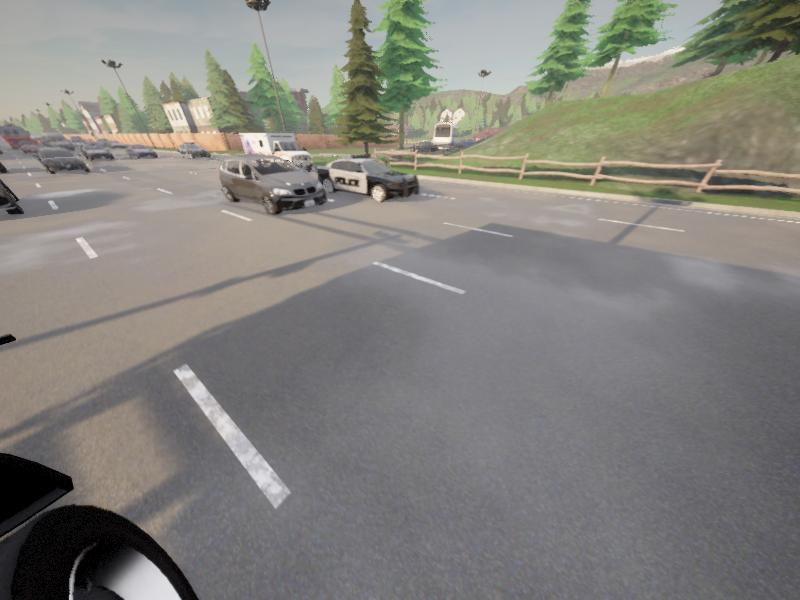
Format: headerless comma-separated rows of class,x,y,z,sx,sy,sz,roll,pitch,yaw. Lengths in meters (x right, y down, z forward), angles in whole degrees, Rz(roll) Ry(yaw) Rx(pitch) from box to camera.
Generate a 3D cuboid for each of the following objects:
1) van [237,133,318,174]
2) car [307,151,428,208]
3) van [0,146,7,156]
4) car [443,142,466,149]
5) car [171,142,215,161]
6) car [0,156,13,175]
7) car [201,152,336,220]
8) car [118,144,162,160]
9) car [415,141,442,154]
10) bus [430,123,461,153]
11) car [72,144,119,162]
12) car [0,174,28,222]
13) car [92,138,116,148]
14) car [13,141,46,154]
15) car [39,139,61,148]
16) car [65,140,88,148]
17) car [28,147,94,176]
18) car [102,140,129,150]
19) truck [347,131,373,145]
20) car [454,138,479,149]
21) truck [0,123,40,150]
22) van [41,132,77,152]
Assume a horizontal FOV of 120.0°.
van,-9.774,-11.793,18.425,6.366,2.431,2.351,22,41,28
car,-1.564,-5.617,10.427,5.238,1.638,1.930,23,41,28
van,-55.480,-20.738,30.701,6.366,2.431,2.351,22,41,28
car,12.870,-36.354,54.406,4.718,1.301,1.895,23,41,28
car,-24.083,-17.369,26.883,5.238,1.638,1.930,22,41,28
car,-29.491,-9.641,16.026,4.792,1.488,2.163,22,41,28
car,-5.034,-4.587,8.911,4.611,1.667,2.242,22,41,28
car,-30.665,-17.507,27.235,5.357,1.411,2.033,22,41,28
car,4.783,-25.740,38.863,2.097,1.767,4.553,27,43,32
bus,8.974,-31.391,44.776,3.944,4.253,10.273,11,37,15
car,-33.177,-16.069,25.176,5.357,1.411,2.033,22,41,28
car,-15.102,-3.772,7.711,5.027,1.651,2.152,22,41,28
car,-63.306,-33.590,49.400,4.553,1.767,2.097,22,41,28
car,-53.206,-21.906,33.155,3.633,1.501,1.845,22,41,28
car,-71.306,-31.852,47.057,3.633,1.501,1.845,22,41,28
car,-68.987,-33.297,49.278,3.806,1.475,1.970,22,41,28
car,-24.315,-9.986,16.550,4.892,1.490,1.837,22,41,28
car,-55.450,-30.191,44.993,5.357,1.411,2.033,22,41,28
truck,-13.266,-53.180,75.820,8.468,3.827,2.891,23,41,28
car,16.934,-39.928,58.861,5.566,2.045,2.150,23,41,28
truck,-71.109,-30.223,42.787,8.468,3.827,2.891,22,41,28
van,-56.421,-26.115,38.215,5.915,2.561,1.988,22,41,28
